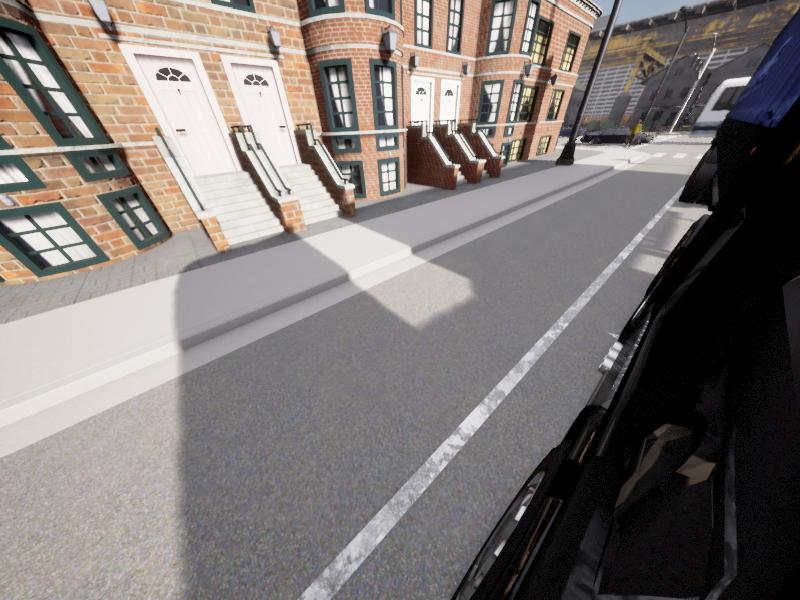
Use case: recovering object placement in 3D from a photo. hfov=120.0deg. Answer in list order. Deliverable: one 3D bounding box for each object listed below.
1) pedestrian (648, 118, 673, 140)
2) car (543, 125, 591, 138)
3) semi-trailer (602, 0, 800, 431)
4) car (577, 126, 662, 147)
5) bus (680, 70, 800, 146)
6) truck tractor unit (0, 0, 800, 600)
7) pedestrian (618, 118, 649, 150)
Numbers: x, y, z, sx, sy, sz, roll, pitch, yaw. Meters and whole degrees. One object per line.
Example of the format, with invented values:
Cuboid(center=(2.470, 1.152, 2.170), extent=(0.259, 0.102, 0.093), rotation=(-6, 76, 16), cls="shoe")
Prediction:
Cuboid(center=(27.741, -18.220, 24.634), extent=(0.751, 1.860, 0.751), rotation=(-5, 37, -3), cls="pedestrian")
Cuboid(center=(24.975, -25.341, 34.751), extent=(2.033, 1.411, 5.357), rotation=(-28, 44, -30), cls="car")
Cuboid(center=(8.478, -3.750, 4.428), extent=(14.254, 4.402, 2.717), rotation=(-31, 45, -32), cls="semi-trailer")
Cuboid(center=(20.424, -15.420, 21.788), extent=(2.033, 1.411, 5.357), rotation=(-28, 44, -30), cls="car")
Cuboid(center=(29.305, -13.845, 16.739), extent=(3.944, 4.253, 10.273), rotation=(-28, 44, -30), cls="bus")
Cuboid(center=(2.645, -0.295, 0.351), extent=(6.516, 4.208, 3.053), rotation=(-28, 44, -30), cls="truck tractor unit")
Cuboid(center=(17.367, -12.348, 17.192), extent=(0.751, 1.860, 0.751), rotation=(-23, 41, -25), cls="pedestrian")
